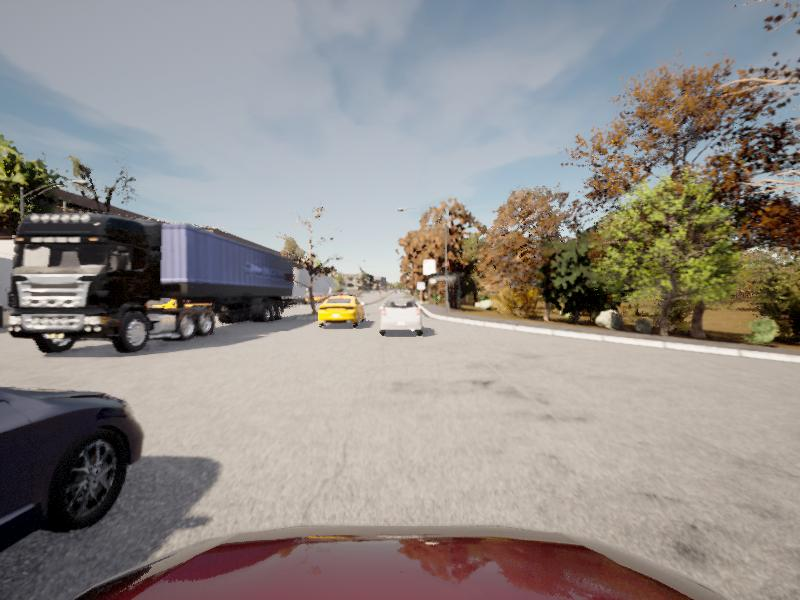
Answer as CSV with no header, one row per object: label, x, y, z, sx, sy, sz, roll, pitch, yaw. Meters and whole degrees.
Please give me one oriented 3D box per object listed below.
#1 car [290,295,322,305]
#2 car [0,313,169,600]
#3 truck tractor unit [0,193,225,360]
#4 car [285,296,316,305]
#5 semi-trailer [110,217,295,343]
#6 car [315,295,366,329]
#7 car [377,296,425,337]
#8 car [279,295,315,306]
car,-16.601,-0.013,70.647,5.366,1.575,1.946,-2,0,-20
car,-2.998,0.857,1.514,1.816,1.474,4.193,0,0,0
truck tractor unit,-8.829,-0.613,13.369,3.053,4.208,6.516,0,1,0
car,-16.808,0.057,67.586,4.792,1.488,2.163,-2,1,-20
semi-trailer,-8.843,-0.840,21.279,2.717,4.402,14.254,-1,1,0
car,-2.974,0.541,20.984,1.882,1.535,5.008,-1,1,0
car,0.033,0.598,17.051,1.845,1.501,3.633,0,2,0
car,-16.616,0.048,64.681,5.366,1.575,1.946,-2,0,-20
